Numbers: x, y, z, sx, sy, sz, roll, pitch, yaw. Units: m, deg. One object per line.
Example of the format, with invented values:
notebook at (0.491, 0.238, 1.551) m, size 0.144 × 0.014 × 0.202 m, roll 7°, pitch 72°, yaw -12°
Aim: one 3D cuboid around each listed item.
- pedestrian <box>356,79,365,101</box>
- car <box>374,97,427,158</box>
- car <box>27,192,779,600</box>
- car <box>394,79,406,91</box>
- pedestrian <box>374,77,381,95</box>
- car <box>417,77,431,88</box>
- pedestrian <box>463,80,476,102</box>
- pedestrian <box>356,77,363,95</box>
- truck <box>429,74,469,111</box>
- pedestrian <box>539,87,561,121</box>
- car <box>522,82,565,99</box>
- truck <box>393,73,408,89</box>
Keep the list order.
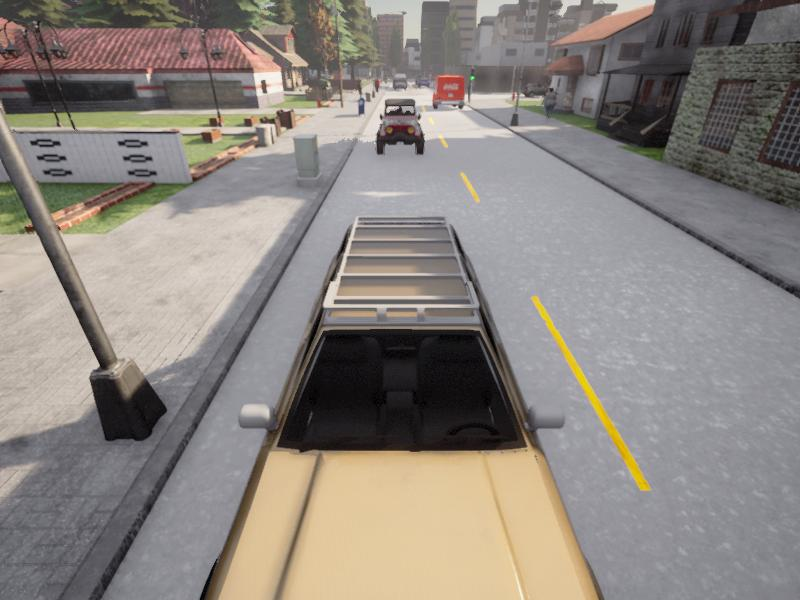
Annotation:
pedestrian at (-3.901, -20.811, 39.660) m, size 0.751 × 1.860 × 0.751 m, roll -7°, pitch 31°, yaw -12°
car at (0.010, -7.229, 16.575) m, size 1.905 × 1.878 × 3.866 m, roll 0°, pitch 30°, yaw 0°
car at (0.010, 0.675, 3.097) m, size 1.932 × 1.855 × 4.605 m, roll 0°, pitch 29°, yaw 0°
car at (0.020, -32.430, 60.240) m, size 1.816 × 1.474 × 4.193 m, roll 0°, pitch 30°, yaw 0°
pedestrian at (-2.738, -26.012, 48.587) m, size 0.751 × 1.860 × 0.751 m, roll -2°, pitch 30°, yaw -4°
car at (4.020, -36.942, 67.934) m, size 2.007 × 1.525 × 4.514 m, roll 0°, pitch 30°, yaw 0°
pedestrian at (6.639, -19.872, 38.055) m, size 0.751 × 1.860 × 0.751 m, roll -16°, pitch 34°, yaw -25°
pedestrian at (-4.971, -26.038, 48.630) m, size 0.751 × 1.860 × 0.751 m, roll -2°, pitch 30°, yaw -4°
truck at (4.017, -17.699, 33.992) m, size 2.627 × 2.467 × 5.204 m, roll 0°, pitch 31°, yaw 0°
pedestrian at (9.232, -12.053, 24.633) m, size 0.751 × 1.860 × 0.751 m, roll 0°, pitch 30°, yaw 0°
car at (16.096, -23.674, 45.088) m, size 3.988 × 1.617 × 1.851 m, roll 0°, pitch 30°, yaw 0°
truck at (0.017, -36.381, 66.402) m, size 2.390 × 2.098 × 6.274 m, roll 0°, pitch 30°, yaw 0°
